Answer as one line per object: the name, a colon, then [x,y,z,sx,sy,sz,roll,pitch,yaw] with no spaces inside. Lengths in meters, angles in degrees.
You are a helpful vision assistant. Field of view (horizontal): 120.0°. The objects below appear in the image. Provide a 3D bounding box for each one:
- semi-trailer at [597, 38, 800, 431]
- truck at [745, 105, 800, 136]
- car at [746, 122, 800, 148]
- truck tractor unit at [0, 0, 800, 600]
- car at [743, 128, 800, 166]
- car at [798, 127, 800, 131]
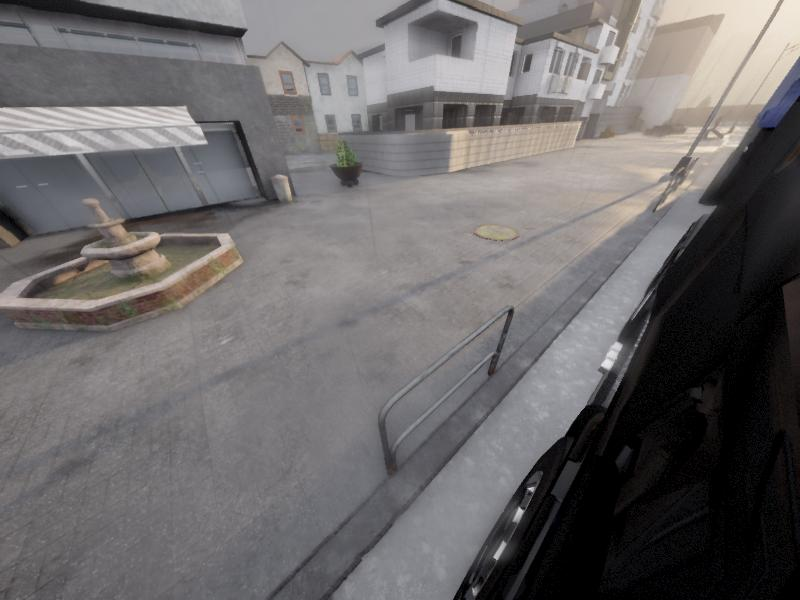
semi-trailer: [8.715,-3.593,4.213,14.254,4.402,2.717,-28,44,-30]
truck: [40.213,-19.181,24.733,5.204,2.467,2.627,-26,43,-29]
car: [28.616,-12.577,17.533,4.181,1.385,1.994,-26,43,-28]
truck tractor unit: [2.645,-0.295,0.351,6.516,4.208,3.053,-28,44,-30]
car: [20.338,-8.161,12.204,4.718,1.301,1.895,-27,43,-29]
car: [50.269,-21.290,27.618,4.856,1.649,2.033,-27,43,-29]
